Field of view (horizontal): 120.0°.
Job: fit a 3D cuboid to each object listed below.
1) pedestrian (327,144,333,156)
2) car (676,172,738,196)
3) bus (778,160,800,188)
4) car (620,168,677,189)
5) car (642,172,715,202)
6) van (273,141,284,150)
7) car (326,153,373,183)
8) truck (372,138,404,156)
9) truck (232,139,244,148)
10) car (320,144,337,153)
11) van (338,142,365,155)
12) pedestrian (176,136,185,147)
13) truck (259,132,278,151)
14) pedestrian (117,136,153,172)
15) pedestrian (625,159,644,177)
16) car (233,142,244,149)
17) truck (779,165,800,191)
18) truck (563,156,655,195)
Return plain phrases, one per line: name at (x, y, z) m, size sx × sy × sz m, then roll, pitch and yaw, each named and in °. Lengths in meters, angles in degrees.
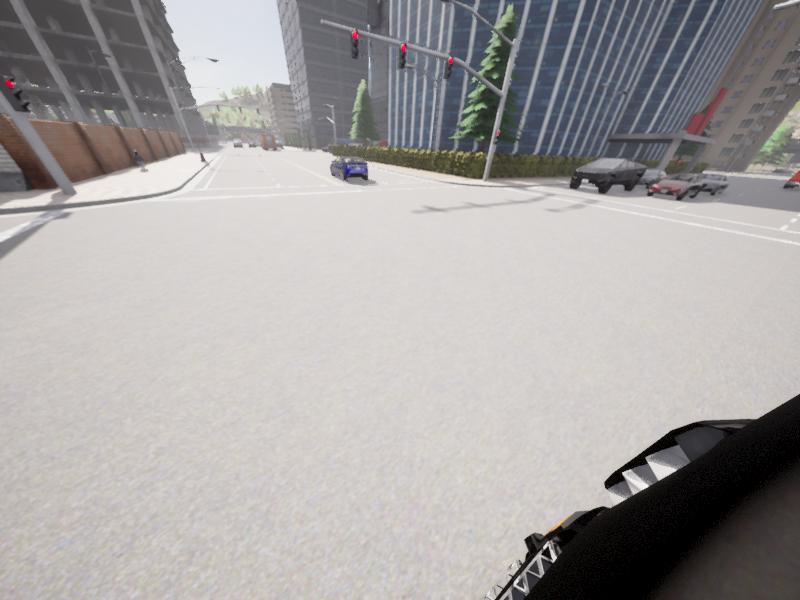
pedestrian at (-13.760, -29.359, 45.147) m, size 0.751 × 1.860 × 0.751 m, roll -15°, pitch 38°, yaw -25°
car at (24.933, -9.448, 18.755) m, size 4.181 × 1.385 × 1.994 m, roll -16°, pitch 38°, yaw -26°
bus at (53.307, -16.503, 28.883) m, size 10.273 × 4.253 × 3.944 m, roll -16°, pitch 38°, yaw -26°
car at (22.389, -10.986, 20.811) m, size 4.674 × 1.442 × 1.812 m, roll -16°, pitch 38°, yaw -26°
car at (18.872, -7.770, 15.682) m, size 4.193 × 1.474 × 1.816 m, roll -16°, pitch 38°, yaw -26°
van at (-36.444, -46.566, 69.495) m, size 2.069 × 2.038 × 4.480 m, roll -16°, pitch 38°, yaw -26°
car at (-3.880, -9.943, 17.302) m, size 2.007 × 1.525 × 4.514 m, roll -15°, pitch 38°, yaw -25°
truck at (-3.385, -42.995, 64.971) m, size 8.468 × 3.827 × 2.891 m, roll -16°, pitch 38°, yaw -26°
truck at (-48.553, -47.017, 69.205) m, size 2.390 × 2.098 × 6.274 m, roll -16°, pitch 38°, yaw -26°
car at (-18.859, -39.950, 61.008) m, size 3.866 × 1.878 × 1.905 m, roll -16°, pitch 38°, yaw -26°
van at (-12.659, -39.737, 60.636) m, size 6.366 × 2.431 × 2.351 m, roll -16°, pitch 38°, yaw -26°
pedestrian at (-49.338, -35.637, 51.933) m, size 0.751 × 1.860 × 0.751 m, roll -14°, pitch 37°, yaw -24°
truck at (-34.847, -41.884, 60.947) m, size 2.891 × 3.827 × 8.468 m, roll -16°, pitch 38°, yaw -26°
pedestrian at (-16.752, -9.248, 14.674) m, size 0.751 × 1.860 × 0.751 m, roll -19°, pitch 39°, yaw -29°
pedestrian at (29.355, -16.496, 28.924) m, size 0.751 × 1.860 × 0.751 m, roll -8°, pitch 35°, yaw -15°
car at (-44.151, -42.325, 63.105) m, size 2.033 × 1.411 × 5.357 m, roll -16°, pitch 38°, yaw -26°
truck at (45.017, -13.350, 25.125) m, size 5.204 × 2.467 × 2.627 m, roll -16°, pitch 38°, yaw -26°
truck at (15.589, -9.330, 17.220) m, size 6.274 × 2.098 × 2.390 m, roll -16°, pitch 38°, yaw -26°
